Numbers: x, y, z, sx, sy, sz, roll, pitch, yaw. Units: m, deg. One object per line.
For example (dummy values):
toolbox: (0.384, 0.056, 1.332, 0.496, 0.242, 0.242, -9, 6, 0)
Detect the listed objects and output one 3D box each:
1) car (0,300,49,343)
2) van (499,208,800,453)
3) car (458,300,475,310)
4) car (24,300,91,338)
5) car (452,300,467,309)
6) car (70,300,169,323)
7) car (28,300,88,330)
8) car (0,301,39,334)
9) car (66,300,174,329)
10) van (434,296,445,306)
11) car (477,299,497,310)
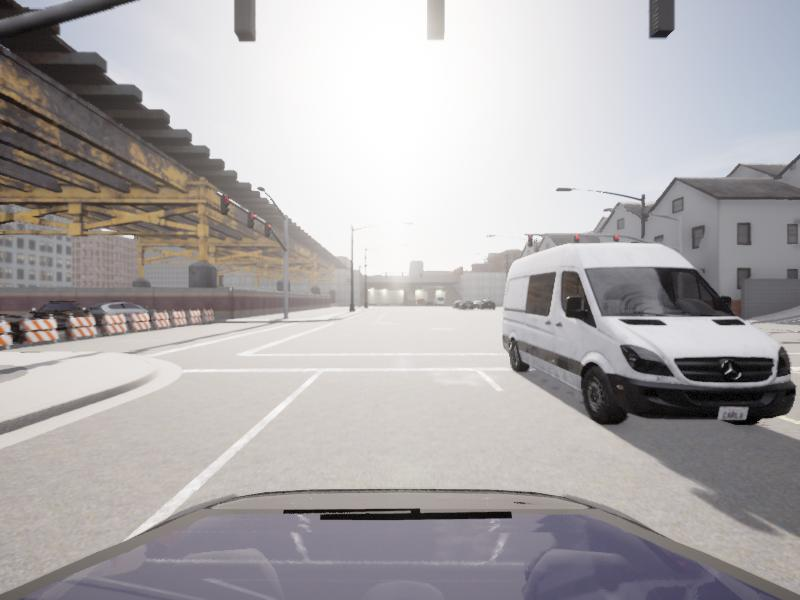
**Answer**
car: (-15.934, 0.790, 14.245, 2.038, 1.542, 4.974, 0, 0, 44)
van: (3.496, 0.319, 7.140, 1.988, 2.561, 5.915, 0, 0, 0)
car: (10.494, 0.801, 63.214, 2.007, 1.525, 4.514, 0, 0, 0)
car: (-15.946, 0.788, 18.853, 2.038, 1.542, 4.974, 0, 0, -36)
car: (10.498, 0.740, 70.553, 1.930, 1.638, 5.238, 0, 0, 0)
car: (-16.761, 0.628, 24.174, 1.853, 1.218, 4.536, 0, 0, 29)
car: (-15.977, 0.630, 18.894, 1.853, 1.218, 4.536, 0, 0, -36)
car: (-15.970, 0.632, 14.207, 1.853, 1.218, 4.536, 0, 0, 44)
car: (-16.736, 0.785, 24.219, 2.038, 1.542, 4.974, 0, 0, 29)
van: (9.923, 0.256, 101.375, 1.988, 2.561, 5.915, 0, 0, -1)
car: (13.992, 0.728, 64.797, 2.242, 1.667, 4.611, 0, 0, 0)
